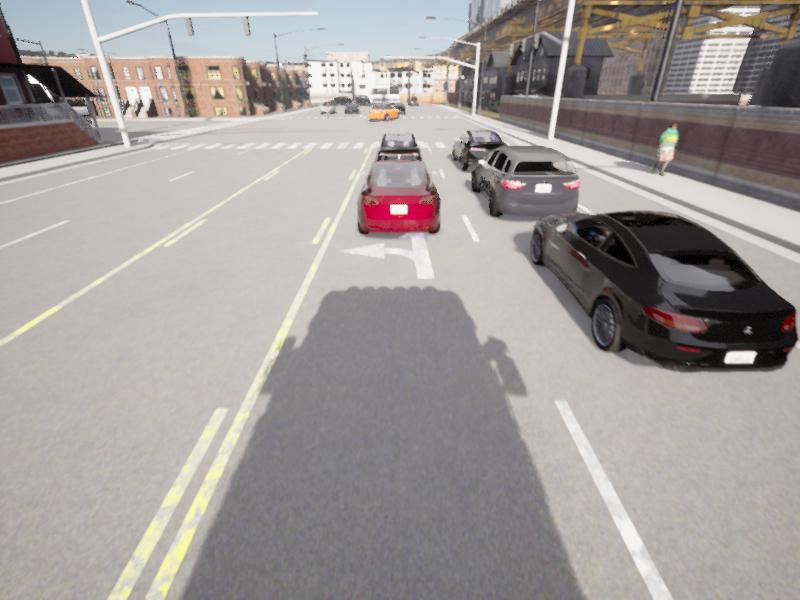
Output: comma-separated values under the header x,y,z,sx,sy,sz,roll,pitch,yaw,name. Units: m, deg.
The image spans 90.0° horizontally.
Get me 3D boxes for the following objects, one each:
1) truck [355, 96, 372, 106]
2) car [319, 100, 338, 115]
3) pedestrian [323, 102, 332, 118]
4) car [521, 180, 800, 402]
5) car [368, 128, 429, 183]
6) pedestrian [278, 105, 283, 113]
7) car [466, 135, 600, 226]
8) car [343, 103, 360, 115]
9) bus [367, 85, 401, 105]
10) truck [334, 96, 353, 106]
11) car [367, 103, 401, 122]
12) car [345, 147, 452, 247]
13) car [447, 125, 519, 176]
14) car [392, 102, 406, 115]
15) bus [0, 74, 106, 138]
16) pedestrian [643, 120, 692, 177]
x,y,z,sx,sy,sz,roll,pitch,yaw,name
-8.618,-46.807,93.983,2.390,2.098,6.274,-8,29,-15,truck
-10.654,-28.759,59.684,1.932,1.855,4.605,0,28,0,car
-9.178,-24.108,50.719,0.751,1.860,0.751,1,28,2,pedestrian
3.476,-0.620,6.065,1.812,1.442,4.674,0,28,0,car
-0.049,-6.127,16.588,2.128,1.511,4.902,0,28,0,car
-18.139,-28.993,60.693,0.500,1.100,0.500,4,28,9,pedestrian
3.465,-3.656,11.636,2.242,1.667,4.611,0,28,0,car
-7.151,-28.471,59.617,1.994,1.385,4.181,0,28,0,car
-4.036,-50.907,99.447,3.944,4.253,10.273,-16,31,-27,bus
-13.596,-47.973,96.281,2.390,2.098,6.274,-14,30,-24,truck
-1.730,-21.433,45.621,2.097,1.767,4.553,11,30,22,car
-0.033,-2.934,10.503,2.163,1.488,4.792,0,28,0,car
3.449,-6.735,17.708,2.128,1.511,4.902,0,28,0,car
-0.153,-28.718,59.834,1.882,1.535,5.008,0,27,0,car
-30.163,-15.131,31.263,10.273,4.253,3.944,0,28,0,bus
9.595,-5.452,14.411,0.751,1.860,0.751,-1,28,-1,pedestrian
